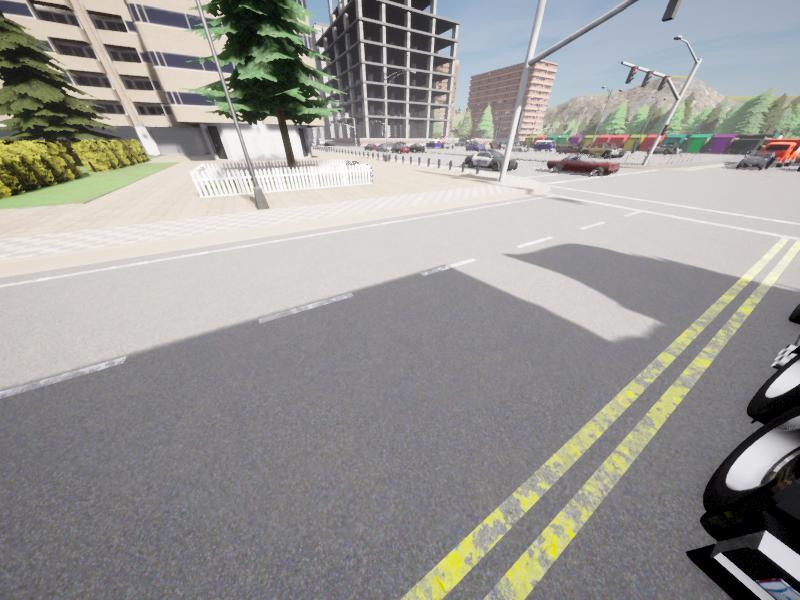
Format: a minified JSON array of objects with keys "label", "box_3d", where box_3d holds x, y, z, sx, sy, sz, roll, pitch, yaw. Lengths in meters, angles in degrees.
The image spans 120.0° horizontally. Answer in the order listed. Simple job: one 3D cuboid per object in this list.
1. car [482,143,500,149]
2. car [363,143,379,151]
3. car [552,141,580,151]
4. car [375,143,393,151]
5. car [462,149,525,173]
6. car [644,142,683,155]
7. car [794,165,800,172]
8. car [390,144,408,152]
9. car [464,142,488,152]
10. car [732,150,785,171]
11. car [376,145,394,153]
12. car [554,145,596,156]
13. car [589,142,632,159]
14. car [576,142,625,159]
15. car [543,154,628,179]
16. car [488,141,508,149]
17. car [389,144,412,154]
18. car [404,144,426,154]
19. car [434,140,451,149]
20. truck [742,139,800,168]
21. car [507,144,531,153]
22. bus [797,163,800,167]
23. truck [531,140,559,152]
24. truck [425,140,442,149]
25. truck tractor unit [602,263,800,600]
[{"label":"car","box_3d":[24.307,-41.171,61.733,1.784,1.438,3.905,-18,39,-24]},{"label":"car","box_3d":[-6.719,-35.339,53.417,1.812,1.442,4.674,-18,39,-24]},{"label":"car","box_3d":[38.933,-36.206,54.344,1.932,1.855,4.605,-18,39,-24]},{"label":"car","box_3d":[-3.980,-36.604,55.297,2.033,1.411,5.357,-18,39,-24]},{"label":"car","box_3d":[8.220,-12.627,20.845,2.038,1.542,4.974,-18,39,-24]},{"label":"car","box_3d":[47.692,-27.500,41.916,1.905,1.878,3.866,-18,39,-24]},{"label":"car","box_3d":[38.892,-12.642,21.013,5.027,1.651,2.152,-18,39,-24]},{"label":"car","box_3d":[-0.340,-33.020,50.135,1.812,1.442,4.674,-18,39,-25]},{"label":"car","box_3d":[16.246,-32.865,49.679,2.242,1.667,4.611,-18,39,-24]},{"label":"car","box_3d":[34.648,-13.544,22.357,3.633,1.501,1.845,-18,39,-24]},{"label":"car","box_3d":[-3.216,-31.822,48.524,1.895,1.301,4.718,-18,39,-24]},{"label":"car","box_3d":[29.843,-25.721,39.639,2.033,1.415,5.357,-18,39,-24]},{"label":"car","box_3d":[30.704,-21.944,33.815,1.905,1.878,3.866,-18,39,-24]},{"label":"car","box_3d":[28.169,-21.157,32.661,1.932,1.855,4.605,-18,39,-24]},{"label":"car","box_3d":[14.447,-10.701,18.332,1.895,1.301,4.718,-21,40,-27]},{"label":"car","box_3d":[26.608,-42.126,62.753,1.932,1.855,4.605,-18,39,-24]},{"label":"car","box_3d":[-0.018,-28.738,43.957,2.163,1.488,4.792,-18,39,-24]},{"label":"car","box_3d":[2.916,-29.848,45.522,1.882,1.535,5.008,-18,39,-25]},{"label":"car","box_3d":[11.200,-41.330,61.497,1.932,1.855,4.605,-18,39,-24]},{"label":"truck","box_3d":[40.591,-15.796,24.811,5.204,2.467,2.627,-17,39,-23]},{"label":"car","box_3d":[24.333,-31.194,47.466,1.970,1.475,3.806,-18,39,-24]},{"label":"bus","box_3d":[48.901,-16.725,24.643,10.273,4.253,3.944,-17,39,-23]},{"label":"truck","box_3d":[31.840,-33.936,50.868,2.069,2.038,4.478,-18,39,-24]},{"label":"truck","box_3d":[8.727,-40.555,60.202,2.069,2.038,4.478,-18,39,-24]},{"label":"truck tractor unit","box_3d":[5.108,-0.304,0.785,6.516,4.208,3.053,-18,39,-24]}]
